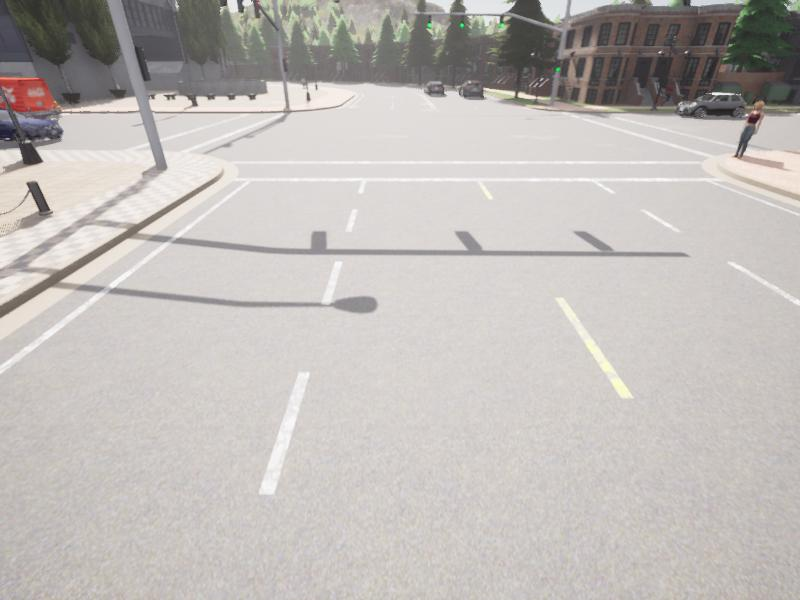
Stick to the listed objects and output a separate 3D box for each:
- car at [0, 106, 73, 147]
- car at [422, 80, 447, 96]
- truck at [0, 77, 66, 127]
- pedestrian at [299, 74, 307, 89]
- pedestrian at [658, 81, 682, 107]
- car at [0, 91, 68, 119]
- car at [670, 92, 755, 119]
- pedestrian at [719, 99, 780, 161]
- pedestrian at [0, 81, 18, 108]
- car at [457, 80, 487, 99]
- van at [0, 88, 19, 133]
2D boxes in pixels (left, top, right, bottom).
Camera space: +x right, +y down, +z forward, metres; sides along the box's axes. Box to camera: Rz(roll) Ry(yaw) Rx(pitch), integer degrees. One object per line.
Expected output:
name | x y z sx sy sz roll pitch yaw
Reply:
car | -17.829 -7.749 17.814 4.674 1.442 1.812 0 30 0
car | 4.094 -25.533 48.193 2.163 1.488 4.792 -3 30 -5
truck | -23.793 -11.718 23.596 5.204 2.467 2.627 0 30 0
pedestrian | -13.975 -31.516 57.699 0.751 1.860 0.751 -3 30 -5
pedestrian | 21.489 -16.399 31.855 0.751 1.860 0.751 -6 31 -10
car | -25.968 -13.108 26.838 5.366 1.575 1.801 0 30 0
car | 20.888 -13.067 26.887 3.806 1.475 1.970 0 30 0
pedestrian | 12.063 -5.875 13.856 0.751 1.860 0.751 -11 32 -19
pedestrian | -30.968 -16.033 31.211 0.751 1.860 0.751 8 31 13
car | 7.897 -23.460 44.460 2.242 1.667 4.611 -1 30 -2
van | -23.253 -9.771 20.677 4.480 2.038 2.069 0 30 0
